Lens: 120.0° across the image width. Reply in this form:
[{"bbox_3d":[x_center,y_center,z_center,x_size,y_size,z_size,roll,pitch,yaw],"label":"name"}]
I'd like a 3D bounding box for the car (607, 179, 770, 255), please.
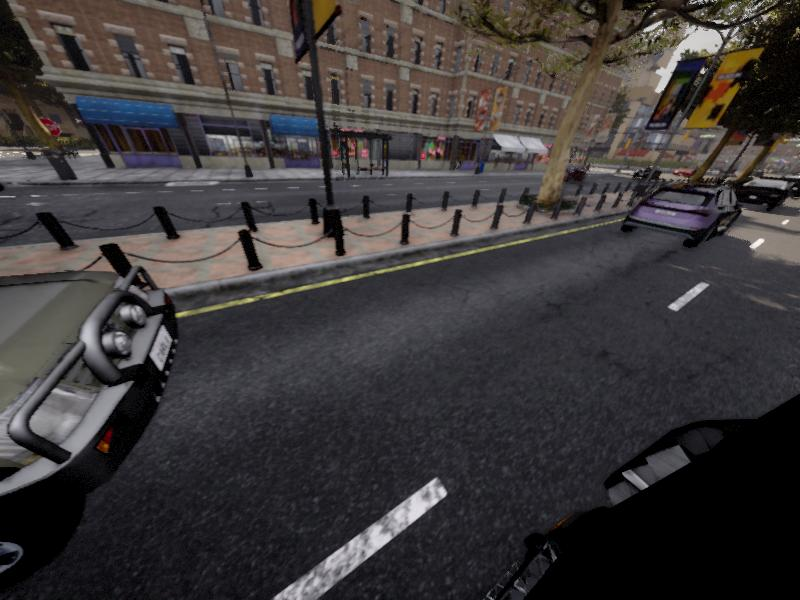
[{"bbox_3d":[9.698,-3.029,7.793,4.856,1.649,2.033,-15,38,-26],"label":"car"}]

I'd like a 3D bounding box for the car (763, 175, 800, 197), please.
[{"bbox_3d":[36.146,-10.548,21.316,3.806,1.475,1.970,-15,38,-25],"label":"car"}]

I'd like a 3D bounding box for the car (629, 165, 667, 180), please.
[{"bbox_3d":[32.919,-16.913,30.662,3.806,1.475,1.970,-15,38,-25],"label":"car"}]

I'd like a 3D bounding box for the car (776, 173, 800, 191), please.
[{"bbox_3d":[46.333,-13.794,26.984,4.892,1.490,1.837,-22,41,-32],"label":"car"}]

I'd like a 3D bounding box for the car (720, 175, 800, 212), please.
[{"bbox_3d":[22.734,-6.771,14.435,5.238,1.638,1.930,-16,38,-26],"label":"car"}]

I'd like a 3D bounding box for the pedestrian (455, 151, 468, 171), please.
[{"bbox_3d":[6.901,-15.621,26.035,0.751,1.860,0.751,-12,36,-21],"label":"pedestrian"}]

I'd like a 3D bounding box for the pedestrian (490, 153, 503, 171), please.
[{"bbox_3d":[11.844,-16.910,28.361,0.751,1.860,0.751,-9,35,-18],"label":"pedestrian"}]

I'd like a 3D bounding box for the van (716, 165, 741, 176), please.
[{"bbox_3d":[71.501,-28.252,50.281,4.442,1.987,1.775,-16,38,-26],"label":"van"}]

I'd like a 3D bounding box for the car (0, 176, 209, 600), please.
[{"bbox_3d":[-3.935,0.777,0.779,4.605,1.855,1.932,-16,38,-26],"label":"car"}]

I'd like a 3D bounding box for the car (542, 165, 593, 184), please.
[{"bbox_3d":[16.171,-12.136,22.262,4.181,1.385,1.994,-16,38,-26],"label":"car"}]

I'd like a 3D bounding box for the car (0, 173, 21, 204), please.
[{"bbox_3d":[-15.788,-3.373,6.433,4.974,1.542,2.038,-11,35,-19],"label":"car"}]

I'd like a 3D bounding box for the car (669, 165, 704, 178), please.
[{"bbox_3d":[47.120,-21.130,37.945,4.611,1.667,2.242,-16,38,-26],"label":"car"}]
